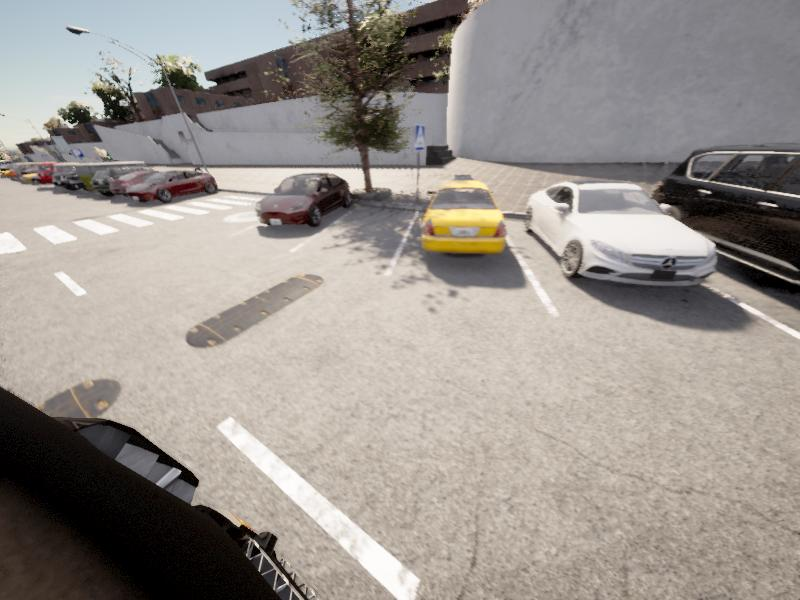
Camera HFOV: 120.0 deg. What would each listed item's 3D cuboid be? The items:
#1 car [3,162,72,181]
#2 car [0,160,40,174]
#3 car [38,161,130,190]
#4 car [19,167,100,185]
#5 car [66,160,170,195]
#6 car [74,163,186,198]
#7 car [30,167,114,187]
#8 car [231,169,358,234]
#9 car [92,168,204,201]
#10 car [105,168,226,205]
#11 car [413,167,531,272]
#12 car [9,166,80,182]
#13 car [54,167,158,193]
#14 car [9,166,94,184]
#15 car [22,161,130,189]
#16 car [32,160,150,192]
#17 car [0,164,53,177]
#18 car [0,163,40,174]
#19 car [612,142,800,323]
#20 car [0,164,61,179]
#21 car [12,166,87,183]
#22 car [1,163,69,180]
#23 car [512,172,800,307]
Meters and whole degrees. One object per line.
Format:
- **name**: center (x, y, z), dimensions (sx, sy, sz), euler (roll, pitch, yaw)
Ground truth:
- **car**: center (-50.080, -17.965, 32.109), dimensions (1.878, 1.987, 4.442), euler (5, 34, 9)
- **car**: center (-75.880, -25.931, 44.938), dimensions (2.435, 2.045, 5.566), euler (5, 33, 9)
- **car**: center (-29.430, -11.830, 21.825), dimensions (1.878, 1.987, 4.442), euler (5, 33, 9)
- **car**: center (-39.738, -14.702, 27.199), dimensions (2.163, 1.488, 4.792), euler (5, 33, 9)
- **car**: center (-21.657, -9.694, 18.139), dimensions (1.878, 1.987, 4.442), euler (4, 33, 9)
- **car**: center (-19.099, -8.777, 16.778), dimensions (2.185, 1.767, 4.553), euler (4, 33, 9)
- **car**: center (-34.573, -13.182, 24.649), dimensions (2.002, 1.452, 4.674), euler (4, 33, 9)
- **car**: center (-3.527, -4.100, 9.061), dimensions (2.163, 1.488, 4.792), euler (4, 33, 9)
- **car**: center (-16.511, -7.899, 15.597), dimensions (2.002, 1.452, 4.674), euler (4, 33, 9)
- **car**: center (-13.911, -7.134, 14.267), dimensions (2.163, 1.488, 4.792), euler (4, 33, 9)
- **car**: center (1.694, -2.727, 6.615), dimensions (1.946, 1.575, 5.366), euler (4, 33, 9)
- **car**: center (-47.486, -17.026, 31.073), dimensions (2.002, 1.452, 4.674), euler (4, 34, 9)
- **car**: center (-24.251, -10.192, 19.454), dimensions (2.231, 1.521, 4.892), euler (4, 33, 9)
- **car**: center (-42.344, -15.414, 28.337), dimensions (1.946, 1.575, 5.366), euler (5, 33, 9)
- **car**: center (-31.996, -12.685, 23.227), dimensions (2.435, 2.045, 5.566), euler (4, 33, 9)
- **car**: center (-26.835, -11.145, 20.591), dimensions (2.435, 2.045, 5.566), euler (4, 33, 9)
- **car**: center (-63.005, -21.688, 38.531), dimensions (1.946, 1.575, 5.366), euler (5, 34, 9)
- **car**: center (-73.287, -24.926, 43.781), dimensions (2.231, 1.521, 4.892), euler (5, 34, 9)
- **car**: center (6.857, -1.312, 3.689), dimensions (2.435, 2.045, 5.566), euler (4, 33, 9)
- **car**: center (-57.842, -20.106, 35.992), dimensions (1.946, 1.575, 5.366), euler (5, 34, 9)
- **car**: center (-44.899, -16.275, 29.817), dimensions (2.163, 1.488, 4.792), euler (4, 33, 9)
- **car**: center (-52.658, -18.715, 33.512), dimensions (2.185, 1.767, 4.553), euler (5, 34, 9)
- **car**: center (4.270, -1.840, 5.182), dimensions (2.002, 1.452, 4.674), euler (4, 33, 9)
